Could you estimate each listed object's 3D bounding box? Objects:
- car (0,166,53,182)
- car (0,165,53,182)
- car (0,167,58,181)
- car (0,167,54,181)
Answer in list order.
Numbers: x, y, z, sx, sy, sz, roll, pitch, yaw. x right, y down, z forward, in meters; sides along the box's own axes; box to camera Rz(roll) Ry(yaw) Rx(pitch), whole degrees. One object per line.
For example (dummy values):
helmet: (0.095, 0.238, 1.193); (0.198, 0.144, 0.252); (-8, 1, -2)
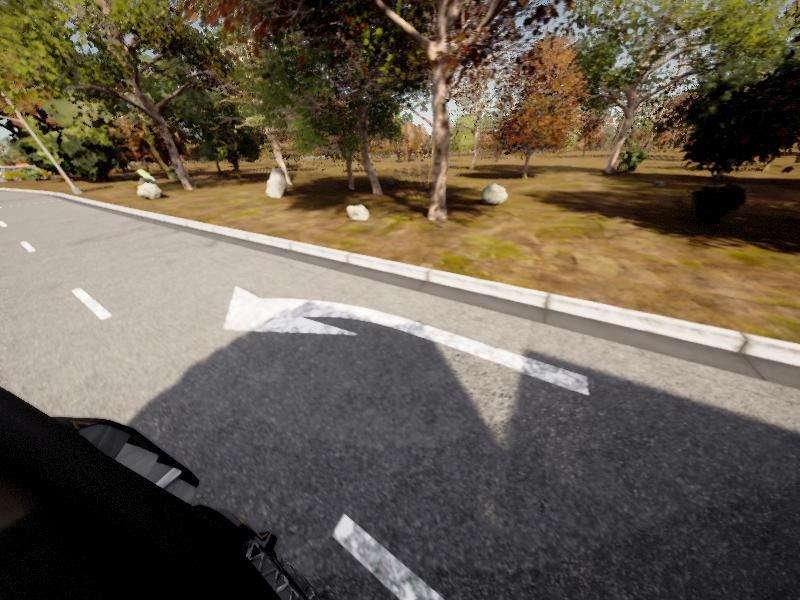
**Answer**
car: (-60.635, -20.386, 37.237); (2.185, 1.767, 4.553); (7, 35, 15)
car: (-58.261, -19.546, 35.615); (1.878, 1.987, 4.442); (7, 35, 14)
car: (-62.954, -21.288, 38.991); (1.946, 1.575, 5.366); (7, 35, 15)
car: (-65.431, -21.985, 40.219); (1.946, 1.575, 5.366); (8, 35, 15)
